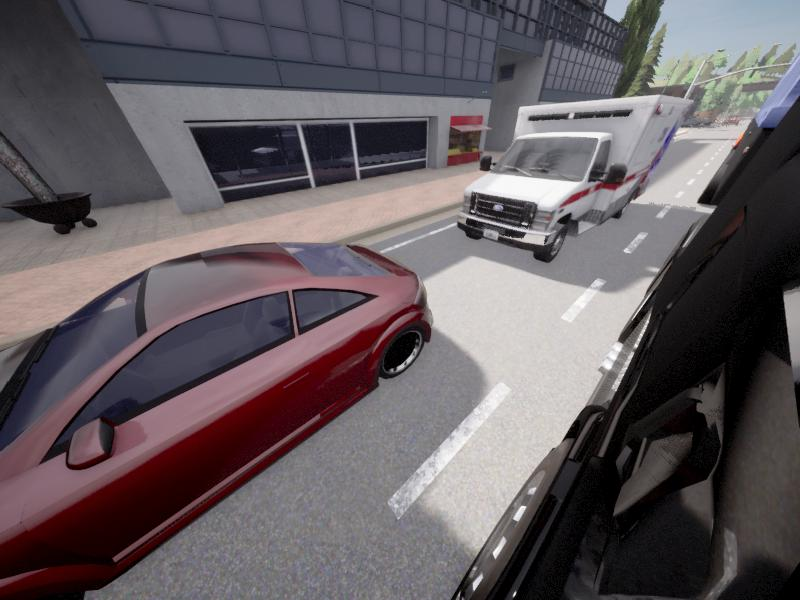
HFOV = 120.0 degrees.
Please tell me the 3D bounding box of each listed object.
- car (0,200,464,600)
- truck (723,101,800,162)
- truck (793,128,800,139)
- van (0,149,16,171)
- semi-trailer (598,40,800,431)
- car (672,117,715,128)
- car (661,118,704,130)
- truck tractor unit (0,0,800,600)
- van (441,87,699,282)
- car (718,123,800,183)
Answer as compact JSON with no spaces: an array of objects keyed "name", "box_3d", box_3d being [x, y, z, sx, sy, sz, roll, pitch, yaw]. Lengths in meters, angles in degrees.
[{"name":"car","box_3d":[-1.649,0.425,2.035,4.181,1.385,1.994,-28,44,-30]},{"name":"truck","box_3d":[21.408,-9.579,13.037,5.204,2.467,2.627,-28,44,-30]},{"name":"truck","box_3d":[38.077,-15.714,20.194,5.204,2.467,2.627,-28,44,-30]},{"name":"van","box_3d":[-45.709,-15.458,25.049,1.988,2.561,5.915,-28,44,-30]},{"name":"semi-trailer","box_3d":[8.696,-3.608,4.228,14.254,4.402,2.717,-28,44,-30]},{"name":"car","box_3d":[55.115,-33.308,43.461,2.163,1.488,4.792,-28,44,-30]},{"name":"car","box_3d":[51.739,-32.343,42.403,2.007,1.525,4.514,-28,44,-30]},{"name":"truck tractor unit","box_3d":[2.645,-0.295,0.351,6.516,4.208,3.053,-28,44,-30]},{"name":"van","box_3d":[4.107,-3.083,5.477,6.366,2.431,2.351,-28,44,-30]},{"name":"car","box_3d":[15.843,-6.296,9.674,4.611,1.667,2.242,-28,44,-30]}]
